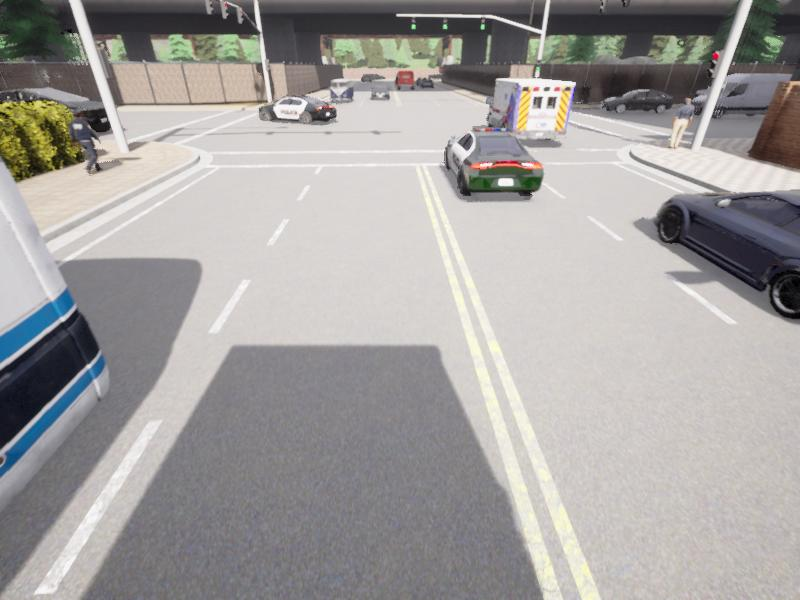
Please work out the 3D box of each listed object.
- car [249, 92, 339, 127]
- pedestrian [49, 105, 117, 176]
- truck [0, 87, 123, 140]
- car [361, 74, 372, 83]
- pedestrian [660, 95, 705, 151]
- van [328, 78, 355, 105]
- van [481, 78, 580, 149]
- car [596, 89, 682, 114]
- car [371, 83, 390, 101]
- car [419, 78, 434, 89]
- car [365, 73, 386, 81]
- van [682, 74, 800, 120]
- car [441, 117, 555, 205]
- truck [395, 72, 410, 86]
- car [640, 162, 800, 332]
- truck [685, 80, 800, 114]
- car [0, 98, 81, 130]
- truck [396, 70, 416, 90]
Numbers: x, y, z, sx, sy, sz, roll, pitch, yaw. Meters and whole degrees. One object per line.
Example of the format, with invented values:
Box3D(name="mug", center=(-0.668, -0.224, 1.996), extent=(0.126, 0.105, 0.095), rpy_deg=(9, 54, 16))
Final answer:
Box3D(name="car", center=(-6.456, -11.692, 24.442), extent=(4.974, 1.542, 2.038), rpy_deg=(14, 34, 22))
Box3D(name="pedestrian", center=(-9.386, -4.752, 11.938), extent=(0.751, 1.860, 0.751), rpy_deg=(2, 30, 4))
Box3D(name="truck", center=(-17.519, -8.995, 19.199), extent=(6.274, 2.098, 2.390), rpy_deg=(-1, 30, -1))
Box3D(name="car", center=(-7.034, -47.010, 84.774), extent=(2.033, 1.649, 4.856), rpy_deg=(-1, 30, -2))
Box3D(name="pedestrian", center=(10.824, -6.811, 15.410), extent=(0.751, 1.860, 0.751), rpy_deg=(9, 32, 15))
Box3D(name="van", center=(-5.494, -19.785, 37.874), extent=(1.775, 1.987, 4.442), rpy_deg=(0, 30, 1))
Box3D(name="van", center=(5.787, -9.046, 19.005), extent=(2.351, 2.431, 6.366), rpy_deg=(-1, 30, -1))
Box3D(name="car", center=(17.357, -14.548, 29.293), extent=(4.892, 1.490, 1.837), rpy_deg=(0, 30, 0))
Box3D(name="car", center=(-2.033, -21.731, 41.739), extent=(1.812, 1.442, 4.674), rpy_deg=(-1, 30, -2))
Box3D(name="car", center=(4.220, -34.452, 63.548), extent=(1.994, 1.385, 4.181), rpy_deg=(-1, 30, -2))
Box3D(name="car", center=(-5.676, -51.553, 92.544), extent=(4.856, 1.649, 2.033), rpy_deg=(0, 30, -1))
Box3D(name="van", center=(22.420, -13.295, 26.113), extent=(5.915, 2.561, 1.988), rpy_deg=(-1, 30, -1))
Box3D(name="car", center=(2.548, -4.313, 11.862), extent=(2.038, 1.542, 4.974), rpy_deg=(-1, 30, -1))
Box3D(name="truck", center=(0.417, -39.738, 71.883), extent=(2.390, 2.098, 6.274), rpy_deg=(-1, 30, -2))
Box3D(name="car", center=(6.237, -1.098, 6.522), extent=(1.994, 1.385, 4.181), rpy_deg=(-1, 30, -1))
Box3D(name="truck", center=(25.126, -14.909, 29.310), extent=(6.274, 2.098, 2.390), rpy_deg=(-1, 30, -1))
Box3D(name="car", center=(-21.489, -10.399, 22.300), extent=(5.357, 1.411, 2.033), rpy_deg=(-1, 30, -1))
Box3D(name="truck", center=(0.841, -32.881, 59.790), extent=(2.627, 2.467, 5.204), rpy_deg=(-1, 30, -2))
